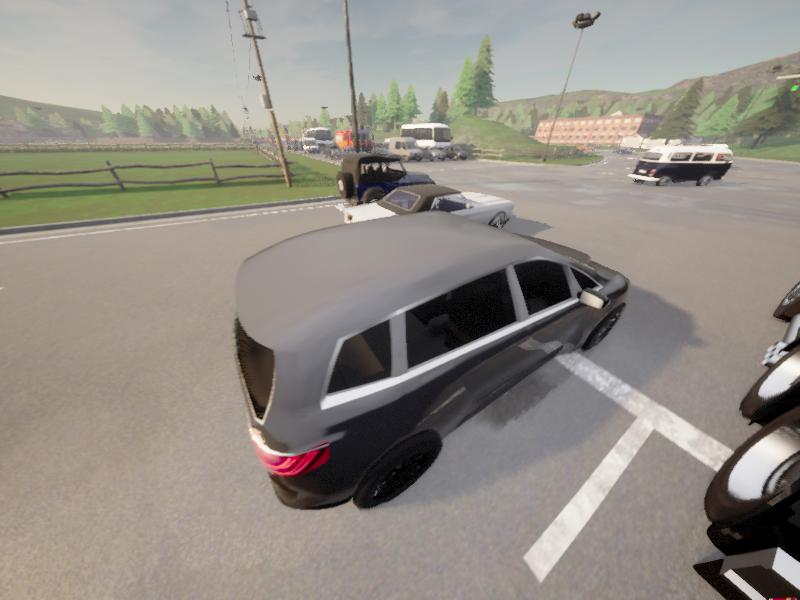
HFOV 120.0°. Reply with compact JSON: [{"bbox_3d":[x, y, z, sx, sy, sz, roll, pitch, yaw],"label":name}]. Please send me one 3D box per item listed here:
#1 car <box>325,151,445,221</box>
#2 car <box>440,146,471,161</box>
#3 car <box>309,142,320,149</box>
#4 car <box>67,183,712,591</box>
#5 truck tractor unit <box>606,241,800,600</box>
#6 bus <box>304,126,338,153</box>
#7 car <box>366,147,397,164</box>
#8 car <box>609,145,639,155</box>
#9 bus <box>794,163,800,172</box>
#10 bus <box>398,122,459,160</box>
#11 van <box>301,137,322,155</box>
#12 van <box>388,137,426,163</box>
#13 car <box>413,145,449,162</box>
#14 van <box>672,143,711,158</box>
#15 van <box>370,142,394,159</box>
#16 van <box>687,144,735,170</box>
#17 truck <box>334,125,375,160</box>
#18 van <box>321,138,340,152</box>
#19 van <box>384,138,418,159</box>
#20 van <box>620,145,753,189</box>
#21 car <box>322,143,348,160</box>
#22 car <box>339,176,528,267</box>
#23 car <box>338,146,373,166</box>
[{"bbox_3d":[-0.478,-4.499,8.828,3.866,1.878,1.905,-20,40,-26],"label":"car"},{"bbox_3d":[7.422,-19.914,31.329,1.851,1.617,3.988,-17,38,-24],"label":"car"},{"bbox_3d":[-24.895,-44.993,67.188,1.930,1.638,5.238,-17,39,-24],"label":"car"},{"bbox_3d":[0.715,-0.111,2.713,4.611,1.667,2.242,-19,39,-25],"label":"car"},{"bbox_3d":[5.069,-0.341,0.835,6.516,4.208,3.053,-20,40,-26],"label":"truck tractor unit"},{"bbox_3d":[-16.829,-33.795,48.832,3.944,4.253,10.273,-17,38,-24],"label":"bus"},{"bbox_3d":[-2.329,-17.582,28.001,1.837,1.490,4.892,-17,39,-24],"label":"car"},{"bbox_3d":[44.232,-29.746,45.851,2.163,1.488,4.792,8,35,10],"label":"car"},{"bbox_3d":[34.322,-10.911,16.232,10.273,4.253,3.944,-28,47,-34],"label":"bus"},{"bbox_3d":[3.878,-24.805,36.020,3.944,4.253,10.273,-17,39,-24],"label":"bus"},{"bbox_3d":[-16.383,-28.371,42.528,1.988,2.561,5.915,-17,38,-24],"label":"van"},{"bbox_3d":[0.718,-18.985,29.127,1.988,2.561,5.915,-17,38,-23],"label":"van"},{"bbox_3d":[3.970,-19.371,30.508,2.152,1.651,5.027,-17,39,-24],"label":"car"},{"bbox_3d":[48.838,-25.185,38.873,1.775,1.987,4.442,13,37,17],"label":"van"},{"bbox_3d":[-2.651,-22.228,34.259,1.775,1.987,4.442,-17,39,-24],"label":"van"},{"bbox_3d":[32.017,-14.868,23.856,4.480,2.038,2.069,-27,43,-33],"label":"van"},{"bbox_3d":[-6.850,-23.196,34.009,2.891,3.827,8.468,-17,39,-24],"label":"truck"},{"bbox_3d":[-16.595,-36.769,54.711,2.351,2.431,6.366,-17,39,-24],"label":"van"},{"bbox_3d":[-0.023,-23.813,36.171,2.351,2.431,6.366,-17,39,-24],"label":"van"},{"bbox_3d":[16.889,-8.049,13.932,4.480,2.038,2.069,0,36,0],"label":"van"},{"bbox_3d":[-9.029,-20.528,31.862,1.932,1.855,4.605,-17,38,-24],"label":"car"},{"bbox_3d":[1.017,-2.412,6.355,4.718,1.301,1.895,-20,39,-26],"label":"car"},{"bbox_3d":[-5.114,-16.415,26.147,2.242,1.667,4.611,-18,39,-24],"label":"car"}]
